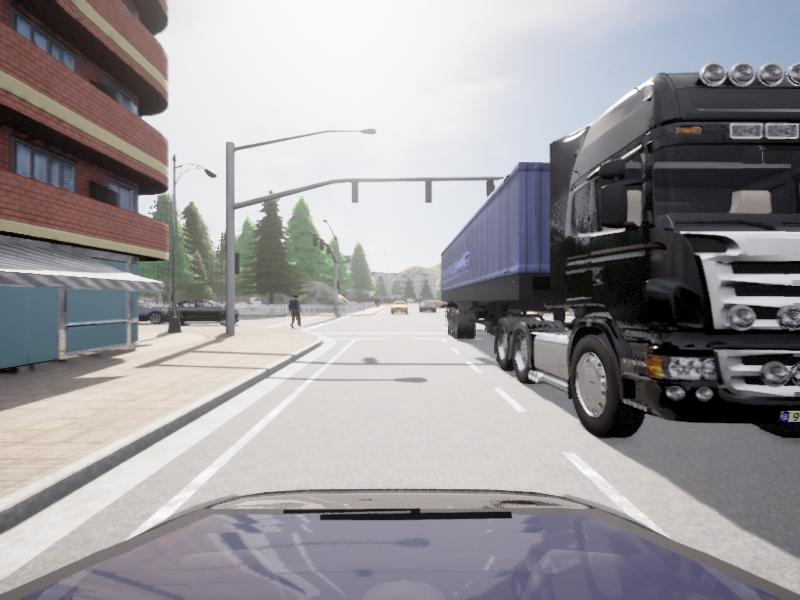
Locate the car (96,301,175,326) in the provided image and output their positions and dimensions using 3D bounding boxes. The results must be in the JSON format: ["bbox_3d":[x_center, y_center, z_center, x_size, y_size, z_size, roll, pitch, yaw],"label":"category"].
[{"bbox_3d":[-16.532,0.776,25.205,3.806,1.475,1.970,0,0,-21],"label":"car"}]

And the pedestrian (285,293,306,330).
[{"bbox_3d":[-5.317,0.565,20.364,0.751,1.860,0.751,0,0,13],"label":"pedestrian"}]

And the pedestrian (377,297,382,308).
[{"bbox_3d":[-3.656,0.424,71.214,0.751,1.860,0.751,0,0,12],"label":"pedestrian"}]

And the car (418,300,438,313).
[{"bbox_3d":[3.419,0.808,50.017,2.163,1.488,4.792,0,0,0],"label":"car"}]

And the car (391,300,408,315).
[{"bbox_3d":[-0.028,0.762,45.392,1.801,1.575,5.366,0,0,1],"label":"car"}]

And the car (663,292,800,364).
[{"bbox_3d":[10.481,0.684,12.054,2.097,1.767,4.553,0,0,0],"label":"car"}]

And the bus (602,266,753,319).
[{"bbox_3d":[23.555,-0.619,34.505,10.273,4.253,3.944,0,0,0],"label":"bus"}]

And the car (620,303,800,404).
[{"bbox_3d":[6.983,0.837,8.556,1.837,1.490,4.892,0,0,0],"label":"car"}]

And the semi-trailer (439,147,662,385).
[{"bbox_3d":[3.472,-0.636,14.515,2.717,4.402,14.254,0,0,0],"label":"semi-trailer"}]

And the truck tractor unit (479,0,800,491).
[{"bbox_3d":[3.495,-0.519,6.594,3.053,4.208,6.516,0,0,0],"label":"truck tractor unit"}]

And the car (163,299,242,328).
[{"bbox_3d":[-11.194,0.739,22.938,3.705,1.549,1.789,0,0,-12],"label":"car"}]
